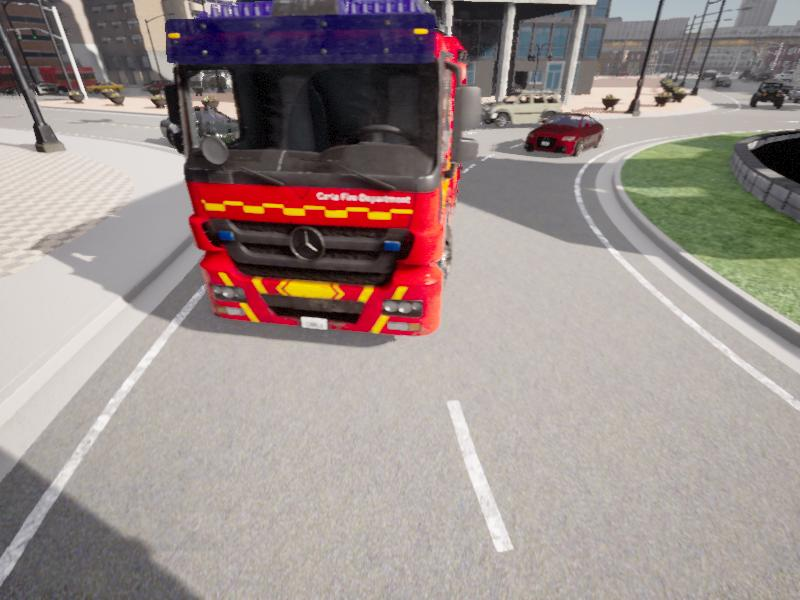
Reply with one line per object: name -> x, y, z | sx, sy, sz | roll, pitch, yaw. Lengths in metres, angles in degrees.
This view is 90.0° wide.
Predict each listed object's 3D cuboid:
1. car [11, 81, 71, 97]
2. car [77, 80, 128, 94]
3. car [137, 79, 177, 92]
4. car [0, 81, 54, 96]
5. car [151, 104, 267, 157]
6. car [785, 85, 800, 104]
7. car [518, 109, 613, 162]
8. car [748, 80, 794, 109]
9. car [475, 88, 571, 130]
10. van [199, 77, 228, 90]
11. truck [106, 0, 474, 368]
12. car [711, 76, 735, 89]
car -> -45.816, -27.059, 51.206 | 1.930, 1.638, 5.238 | 14, 33, 23
car -> -42.374, -30.426, 57.168 | 1.801, 1.575, 5.366 | 14, 32, 23
car -> -38.607, -34.161, 63.697 | 2.033, 1.649, 4.856 | 14, 32, 23
car -> -49.058, -27.723, 52.355 | 1.930, 1.638, 5.238 | 13, 32, 22
car -> -8.246, -7.391, 17.185 | 4.974, 1.542, 2.038 | 21, 36, 32
car -> 37.190, -18.808, 36.590 | 1.895, 1.301, 4.718 | 17, 34, 27
car -> 6.737, -6.762, 16.156 | 1.994, 1.385, 4.181 | 23, 38, 34
car -> 29.981, -16.710, 32.469 | 1.905, 1.878, 3.866 | 19, 35, 29
car -> 6.831, -10.806, 22.562 | 4.605, 1.855, 1.932 | -7, 31, -10
van -> -33.630, -39.201, 72.259 | 1.775, 1.987, 4.442 | 14, 32, 23
truck -> -0.294, -3.089, 7.499 | 2.891, 3.827, 8.468 | 5, 31, 8
car -> 47.013, -31.690, 58.342 | 1.837, 1.490, 4.892 | 15, 34, 24
